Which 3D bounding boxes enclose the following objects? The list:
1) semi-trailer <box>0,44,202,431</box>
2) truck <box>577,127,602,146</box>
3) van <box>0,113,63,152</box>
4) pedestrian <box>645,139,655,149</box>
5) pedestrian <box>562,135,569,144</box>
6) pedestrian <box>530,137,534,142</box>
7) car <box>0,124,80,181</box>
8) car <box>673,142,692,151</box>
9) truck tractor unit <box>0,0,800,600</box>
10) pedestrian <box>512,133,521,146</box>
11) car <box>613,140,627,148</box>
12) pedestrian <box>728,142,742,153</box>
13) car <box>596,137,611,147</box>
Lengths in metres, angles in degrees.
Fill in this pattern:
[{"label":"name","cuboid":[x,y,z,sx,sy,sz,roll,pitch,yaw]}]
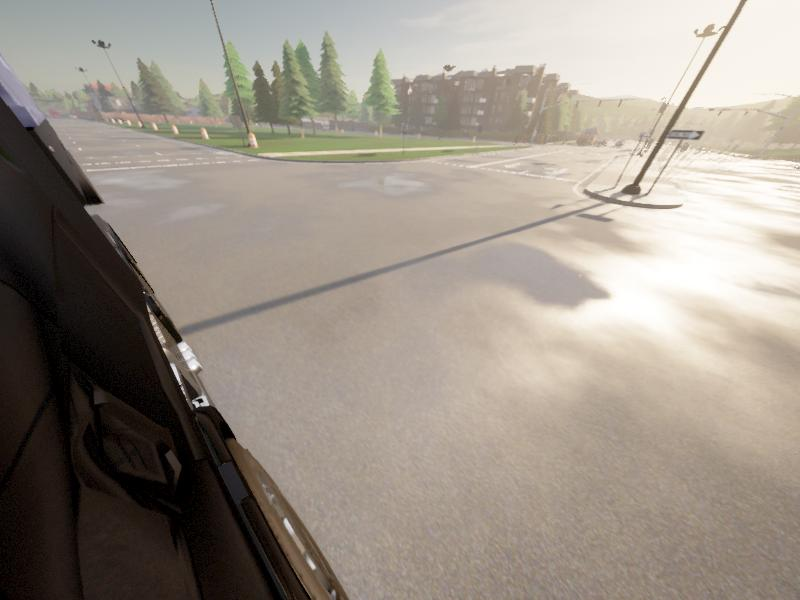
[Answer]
[{"label":"semi-trailer","cuboid":[-8.699,-3.596,4.238,14.254,4.402,2.717,28,44,30]},{"label":"truck","cuboid":[49.589,-42.675,60.271,2.891,3.827,8.468,28,44,30]},{"label":"van","cuboid":[-25.624,-11.628,15.983,4.442,1.987,1.775,28,44,30]},{"label":"pedestrian","cuboid":[58.356,-36.530,53.943,0.751,1.860,0.751,25,42,27]},{"label":"pedestrian","cuboid":[39.978,-38.693,55.717,0.751,1.860,0.751,24,42,26]},{"label":"pedestrian","cuboid":[34.509,-41.824,60.229,0.500,1.100,0.500,32,46,33]},{"label":"car","cuboid":[-16.513,-6.621,10.145,5.027,1.651,2.152,28,44,30]},{"label":"car","cuboid":[66.519,-36.203,54.465,1.930,1.638,5.238,28,44,30]},{"label":"truck tractor unit","cuboid":[-2.645,-0.295,0.351,6.516,4.208,3.053,28,44,30]},{"label":"pedestrian","cuboid":[21.034,-28.922,41.599,0.751,1.860,0.751,31,45,32]},{"label":"car","cuboid":[54.086,-38.320,56.670,1.837,1.490,4.892,28,44,30]},{"label":"pedestrian","cuboid":[73.806,-33.578,50.898,0.751,1.860,0.751,31,45,32]},{"label":"car","cuboid":[51.162,-39.720,58.057,1.905,1.878,3.866,28,44,30]}]
